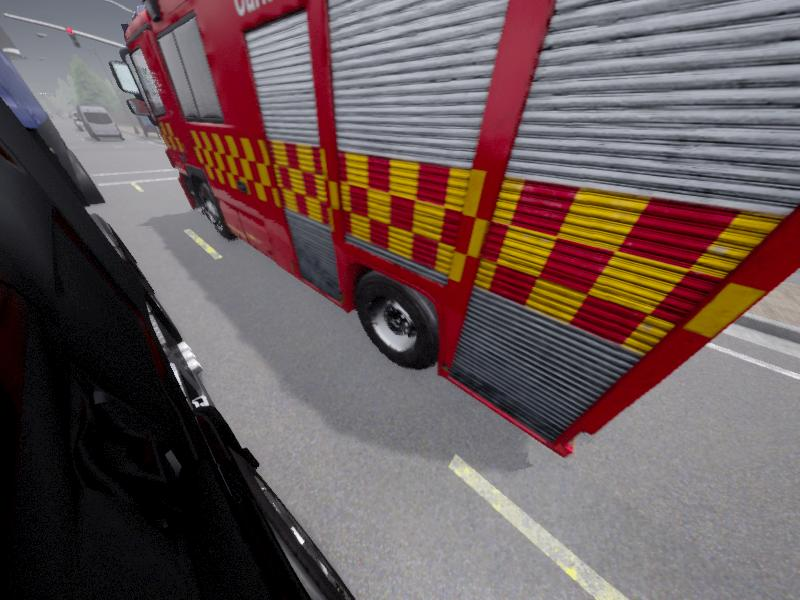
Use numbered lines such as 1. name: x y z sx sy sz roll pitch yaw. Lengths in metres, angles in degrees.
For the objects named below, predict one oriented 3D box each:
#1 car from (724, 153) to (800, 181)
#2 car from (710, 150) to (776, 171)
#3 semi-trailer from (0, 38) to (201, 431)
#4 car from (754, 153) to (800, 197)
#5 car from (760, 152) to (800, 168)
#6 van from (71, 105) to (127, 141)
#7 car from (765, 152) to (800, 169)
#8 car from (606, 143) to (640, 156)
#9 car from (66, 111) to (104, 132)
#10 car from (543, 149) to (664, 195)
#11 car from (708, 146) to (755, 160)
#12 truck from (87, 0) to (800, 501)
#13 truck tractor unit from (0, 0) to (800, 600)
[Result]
1. car: 31.531 -11.251 19.506 4.514 1.523 2.007 28 44 30
2. car: 37.998 -15.595 25.765 3.633 1.501 1.845 28 44 30
3. semi-trailer: -8.668 -3.635 4.243 14.254 4.402 2.717 29 44 30
4. car: 22.973 -6.246 11.927 4.605 1.855 1.932 28 44 30
5. car: 53.468 -19.008 31.384 4.514 1.523 2.007 28 44 30
6. van: -29.585 -17.340 22.668 5.915 2.561 1.988 29 44 30
7. car: 51.488 -17.619 29.386 5.027 1.636 2.152 28 44 30
8. car: 37.321 -25.321 38.788 3.806 1.475 1.970 28 44 30
9. car: -43.212 -24.514 31.718 5.566 2.045 2.150 28 44 30
10. car: 10.847 -7.163 12.671 4.514 1.523 2.007 28 44 30
11. car: 62.702 -27.935 43.851 4.605 1.855 1.932 28 43 29
12. truck: -1.011 -2.400 3.603 8.468 3.827 2.891 28 44 30
13. truck tractor unit: -2.645 -0.295 0.352 6.516 4.208 3.053 28 44 30
